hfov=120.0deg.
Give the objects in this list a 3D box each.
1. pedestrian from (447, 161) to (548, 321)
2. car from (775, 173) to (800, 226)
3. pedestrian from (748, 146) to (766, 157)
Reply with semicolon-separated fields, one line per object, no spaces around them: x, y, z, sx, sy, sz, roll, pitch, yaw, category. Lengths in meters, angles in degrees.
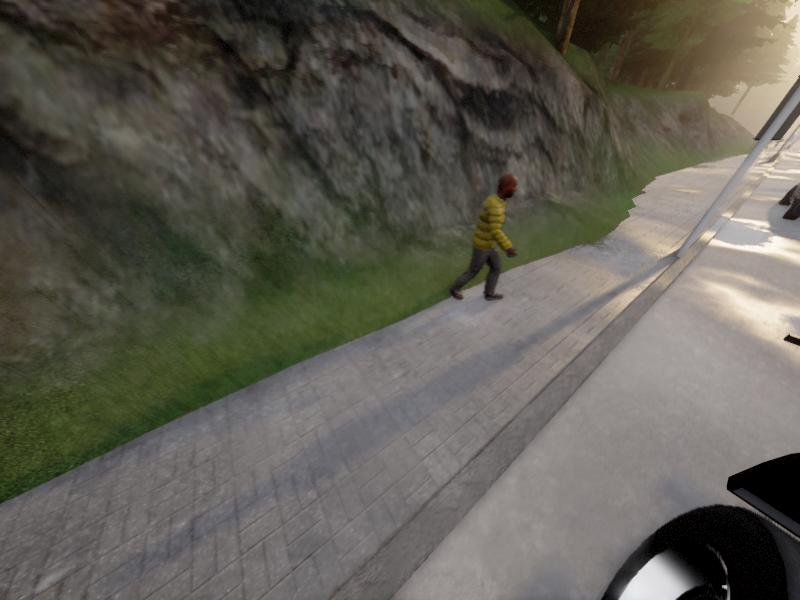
1.205;-0.753;3.124;0.751;1.860;0.751;14;38;19;pedestrian
14.346;-3.409;7.153;4.611;1.667;2.242;-25;42;-30;car
41.178;-17.163;26.664;0.500;1.100;0.500;0;35;0;pedestrian
